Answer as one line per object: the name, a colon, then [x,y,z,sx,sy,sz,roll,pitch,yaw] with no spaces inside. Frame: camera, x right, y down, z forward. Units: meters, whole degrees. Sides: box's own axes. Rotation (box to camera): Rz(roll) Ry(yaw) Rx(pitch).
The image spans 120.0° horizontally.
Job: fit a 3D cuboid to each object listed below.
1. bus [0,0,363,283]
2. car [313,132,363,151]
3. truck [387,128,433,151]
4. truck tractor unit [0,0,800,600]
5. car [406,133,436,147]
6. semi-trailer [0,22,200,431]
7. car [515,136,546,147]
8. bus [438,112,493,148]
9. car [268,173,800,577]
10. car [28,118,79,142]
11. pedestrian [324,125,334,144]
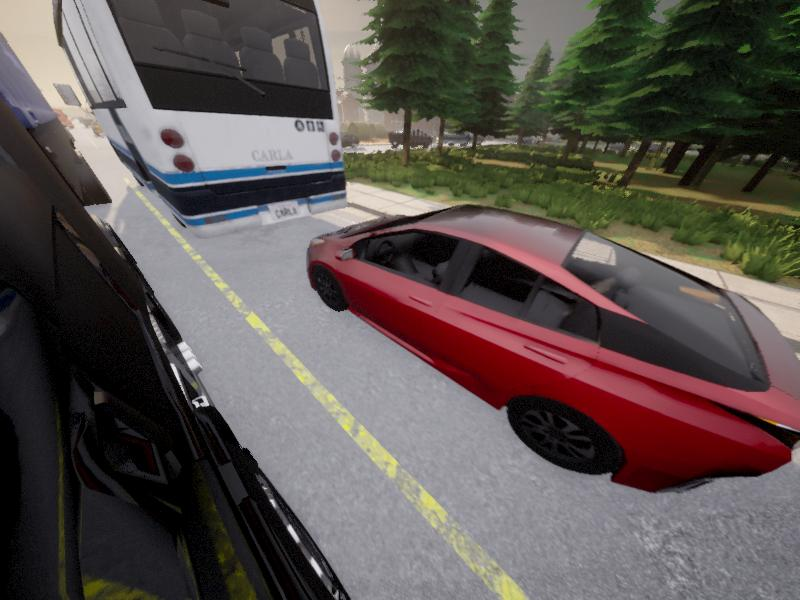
bus: [-6.046,-5.010,6.413,10.273,4.253,3.944,30,45,31]
car: [-6.711,-17.551,25.465,2.128,1.511,4.902,27,43,29]
truck: [1.387,-20.230,29.057,2.390,2.098,6.274,27,43,29]
truck tractor unit: [-2.645,-0.295,0.351,6.516,4.208,3.053,28,44,30]
car: [3.275,-24.702,35.637,2.128,1.511,4.902,27,43,29]
semi-trailer: [-8.604,-3.668,4.319,14.254,4.402,2.717,29,44,31]
car: [26.814,-32.654,47.589,4.856,1.649,2.033,26,43,28]
bus: [10.896,-27.985,38.211,3.944,4.253,10.273,27,43,29]
car: [0.709,-0.258,2.755,4.514,1.525,2.007,29,44,31]
car: [-31.223,-15.392,20.918,3.988,1.617,1.851,29,44,31]
pedestrian: [-9.109,-21.279,29.703,0.751,1.860,0.751,15,39,16]
